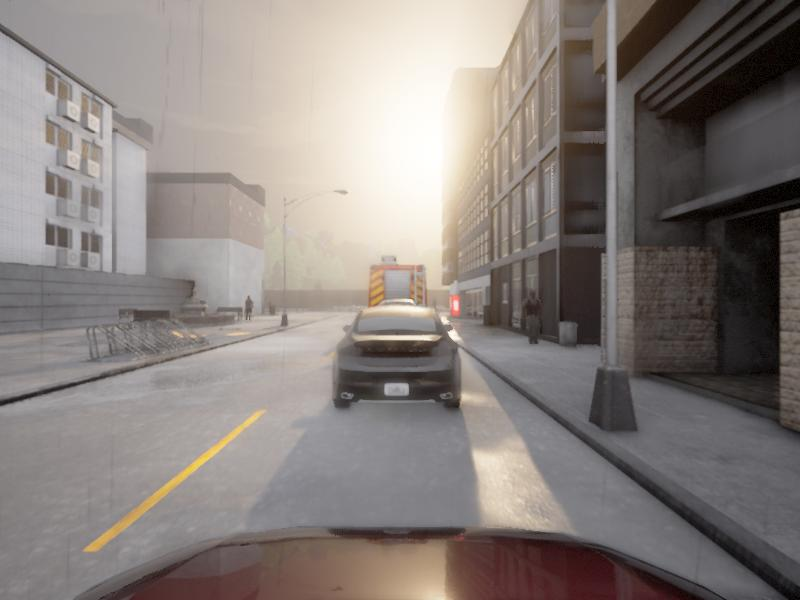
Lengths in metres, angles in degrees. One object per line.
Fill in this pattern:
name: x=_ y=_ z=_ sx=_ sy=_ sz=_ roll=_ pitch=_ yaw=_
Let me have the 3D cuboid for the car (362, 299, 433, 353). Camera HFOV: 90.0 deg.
car: x=-0.083 y=0.791 z=14.591 sx=2.152 sy=1.651 sz=5.027 roll=0 pitch=0 yaw=0

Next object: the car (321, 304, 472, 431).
car: x=-0.040 y=0.850 z=7.330 sx=1.837 sy=1.490 sz=4.892 roll=0 pitch=0 yaw=0

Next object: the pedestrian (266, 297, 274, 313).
pedestrian: x=-15.111 y=0.568 z=46.590 sx=0.751 sy=1.860 sz=0.751 roll=0 pitch=0 yaw=-8

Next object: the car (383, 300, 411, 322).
car: x=-0.204 y=0.801 z=32.152 sx=2.033 sy=1.649 sz=4.856 roll=0 pitch=0 yaw=0

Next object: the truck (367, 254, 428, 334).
truck: x=-0.119 y=-0.304 z=23.341 sx=2.891 sy=3.827 sz=8.468 roll=0 pitch=0 yaw=0

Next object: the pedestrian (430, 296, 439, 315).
pedestrian: x=3.509 y=0.554 z=40.461 sx=0.751 sy=1.860 sz=0.751 roll=0 pitch=0 yaw=-12

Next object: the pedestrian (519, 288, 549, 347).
pedestrian: x=4.346 y=0.543 z=13.036 sx=0.751 sy=1.860 sz=0.751 roll=0 pitch=0 yaw=3

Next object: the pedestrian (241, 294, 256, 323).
pedestrian: x=-10.065 y=0.552 z=26.596 sx=0.751 sy=1.860 sz=0.751 roll=0 pitch=0 yaw=-1
